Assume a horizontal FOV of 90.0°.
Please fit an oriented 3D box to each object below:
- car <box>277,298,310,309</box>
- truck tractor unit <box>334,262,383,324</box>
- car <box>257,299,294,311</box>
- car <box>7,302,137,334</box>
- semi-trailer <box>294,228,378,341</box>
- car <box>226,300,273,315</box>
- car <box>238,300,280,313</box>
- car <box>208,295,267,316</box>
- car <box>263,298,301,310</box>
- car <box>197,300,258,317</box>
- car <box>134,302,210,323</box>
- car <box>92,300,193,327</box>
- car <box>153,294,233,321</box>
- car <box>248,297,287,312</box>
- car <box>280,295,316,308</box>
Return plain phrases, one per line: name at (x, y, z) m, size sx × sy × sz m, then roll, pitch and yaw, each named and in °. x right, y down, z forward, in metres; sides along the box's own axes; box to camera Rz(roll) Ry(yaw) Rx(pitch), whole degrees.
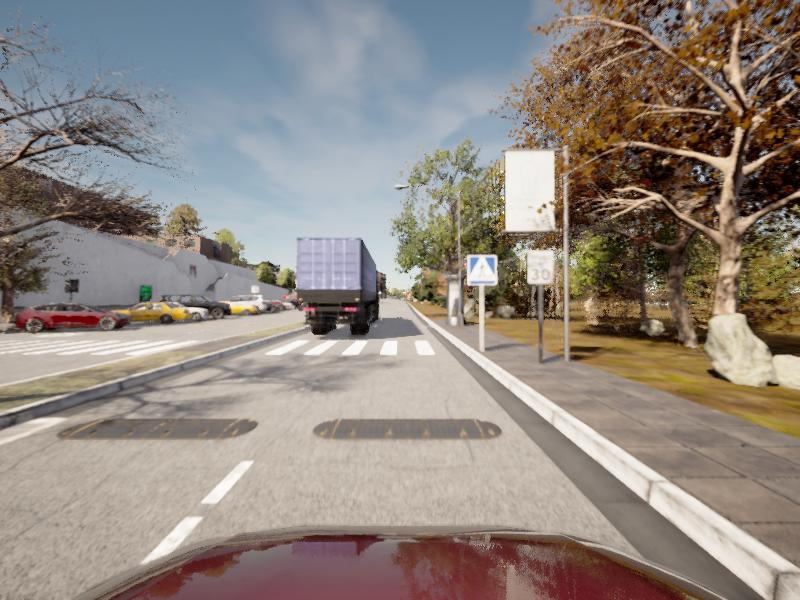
car at (-16.789, 0.524, 62.907) m, size 4.792 × 1.488 × 2.163 m, roll -1°, pitch 1°, yaw -20°
truck tractor unit at (-2.999, -0.520, 30.687) m, size 3.053 × 4.208 × 6.516 m, roll 0°, pitch 0°, yaw 0°
car at (-16.823, 0.674, 53.891) m, size 4.674 × 1.452 × 2.002 m, roll -1°, pitch 1°, yaw -20°
car at (-16.817, 0.874, 20.870) m, size 4.792 × 1.488 × 2.163 m, roll -1°, pitch 0°, yaw -20°
semi-trailer at (-2.899, -0.609, 22.775) m, size 2.717 × 4.402 × 14.254 m, roll 0°, pitch 0°, yaw -1°
car at (-16.852, 0.777, 44.867) m, size 4.792 × 1.488 × 2.163 m, roll -1°, pitch 1°, yaw -20°
car at (-16.827, 0.757, 47.892) m, size 4.674 × 1.452 × 2.002 m, roll -1°, pitch 0°, yaw -20°
car at (-16.857, 0.525, 41.866) m, size 5.566 × 2.045 × 2.435 m, roll -1°, pitch 1°, yaw -20°
car at (-16.812, 0.590, 56.891) m, size 5.008 × 1.535 × 2.097 m, roll -1°, pitch 1°, yaw -20°
car at (-16.659, 0.793, 38.940) m, size 5.366 × 1.575 × 1.946 m, roll -1°, pitch 0°, yaw -20°
car at (-16.841, 0.879, 29.867) m, size 4.674 × 1.452 × 2.002 m, roll -1°, pitch 0°, yaw -20°
car at (-17.010, 0.843, 26.794) m, size 5.366 × 1.575 × 1.946 m, roll -1°, pitch 0°, yaw -20°
car at (-16.812, 0.582, 32.885) m, size 5.566 × 2.045 × 2.435 m, roll -1°, pitch 0°, yaw -20°
car at (-16.855, 0.551, 50.879) m, size 4.553 × 1.767 × 2.185 m, roll -1°, pitch 1°, yaw -20°
car at (-16.792, 0.199, 65.906) m, size 5.566 × 2.045 × 2.435 m, roll -1°, pitch 1°, yaw -20°
